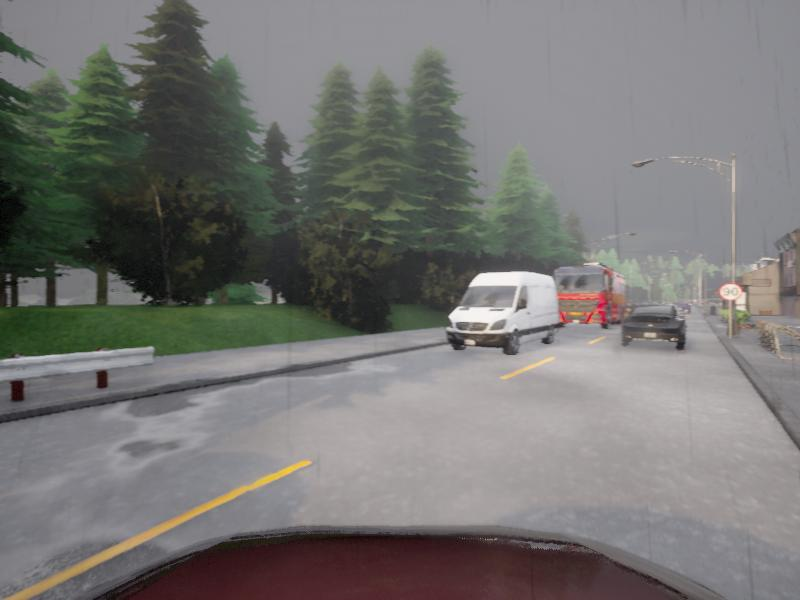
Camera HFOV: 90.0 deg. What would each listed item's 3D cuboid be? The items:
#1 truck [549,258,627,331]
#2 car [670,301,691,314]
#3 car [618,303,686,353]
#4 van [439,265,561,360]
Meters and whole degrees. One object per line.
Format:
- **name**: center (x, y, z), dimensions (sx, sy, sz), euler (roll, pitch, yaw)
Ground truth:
- **truck**: center (12.131, -0.261, 25.324), dimensions (2.891, 3.827, 8.468), euler (0, 0, 36)
- **car**: center (36.648, 0.958, 52.265), dimensions (2.152, 1.651, 5.027), euler (0, 0, 36)
- **car**: center (9.540, 0.890, 14.940), dimensions (1.837, 1.490, 4.892), euler (0, 0, 36)
- **van**: center (3.700, 0.341, 13.719), dimensions (1.988, 2.561, 5.915), euler (0, 0, 36)
